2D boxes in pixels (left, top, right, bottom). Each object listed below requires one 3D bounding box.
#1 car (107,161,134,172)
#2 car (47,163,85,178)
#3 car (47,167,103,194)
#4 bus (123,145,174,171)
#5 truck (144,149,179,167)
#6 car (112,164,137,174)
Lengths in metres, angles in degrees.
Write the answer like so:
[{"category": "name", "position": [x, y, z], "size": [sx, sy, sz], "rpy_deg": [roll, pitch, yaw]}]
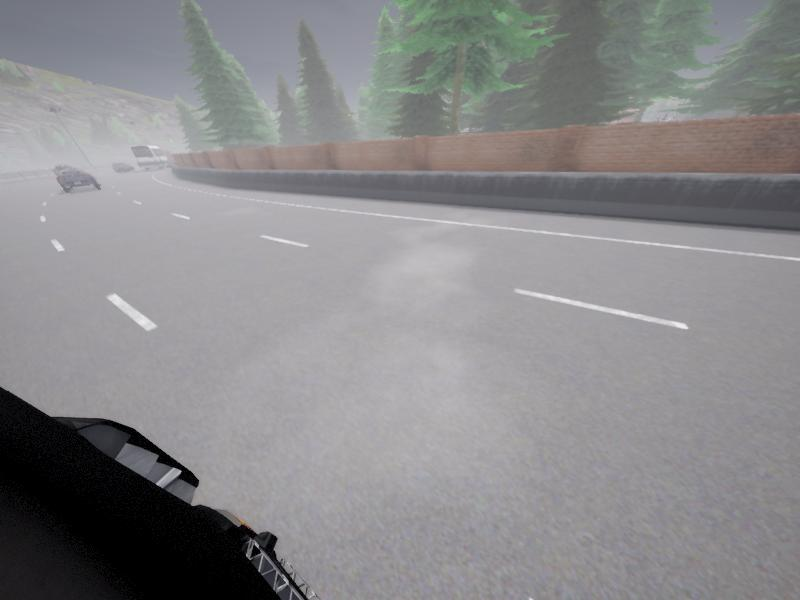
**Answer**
[{"category": "car", "position": [-61.053, -29.236, 50.560], "size": [2.033, 1.649, 4.856], "rpy_deg": [-19, 37, -23]}, {"category": "car", "position": [-57.110, -22.199, 39.595], "size": [1.932, 1.855, 4.605], "rpy_deg": [-22, 38, -26]}, {"category": "car", "position": [-29.089, -10.913, 20.894], "size": [5.027, 1.651, 2.152], "rpy_deg": [26, 44, 36]}, {"category": "bus", "position": [-52.587, -30.081, 48.822], "size": [3.944, 4.253, 10.273], "rpy_deg": [-20, 38, -24]}, {"category": "truck", "position": [-65.132, -39.027, 63.465], "size": [2.891, 3.827, 8.468], "rpy_deg": [-15, 36, -17]}, {"category": "car", "position": [-51.888, -24.822, 43.602], "size": [1.895, 1.301, 4.718], "rpy_deg": [-22, 38, -26]}]
